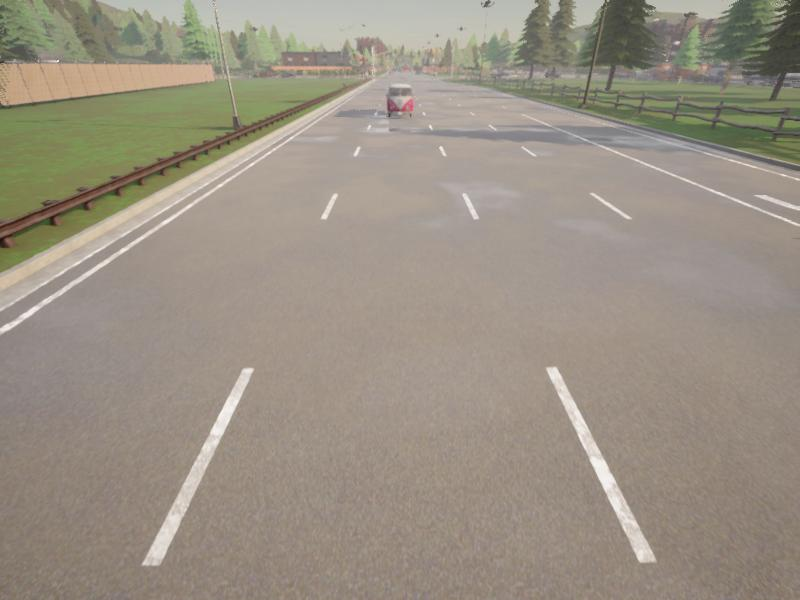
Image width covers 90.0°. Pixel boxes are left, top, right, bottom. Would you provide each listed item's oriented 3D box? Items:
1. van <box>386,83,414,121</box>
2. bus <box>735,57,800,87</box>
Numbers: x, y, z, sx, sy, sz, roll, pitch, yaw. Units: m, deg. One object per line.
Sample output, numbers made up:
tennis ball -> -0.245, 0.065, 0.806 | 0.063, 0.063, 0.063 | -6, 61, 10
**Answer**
van -> 0.000, -13.408, 26.908 | 1.775, 1.987, 4.442 | 0, 30, 0
bus -> 64.534, -39.520, 69.242 | 3.944, 4.253, 10.273 | 0, 30, 0
